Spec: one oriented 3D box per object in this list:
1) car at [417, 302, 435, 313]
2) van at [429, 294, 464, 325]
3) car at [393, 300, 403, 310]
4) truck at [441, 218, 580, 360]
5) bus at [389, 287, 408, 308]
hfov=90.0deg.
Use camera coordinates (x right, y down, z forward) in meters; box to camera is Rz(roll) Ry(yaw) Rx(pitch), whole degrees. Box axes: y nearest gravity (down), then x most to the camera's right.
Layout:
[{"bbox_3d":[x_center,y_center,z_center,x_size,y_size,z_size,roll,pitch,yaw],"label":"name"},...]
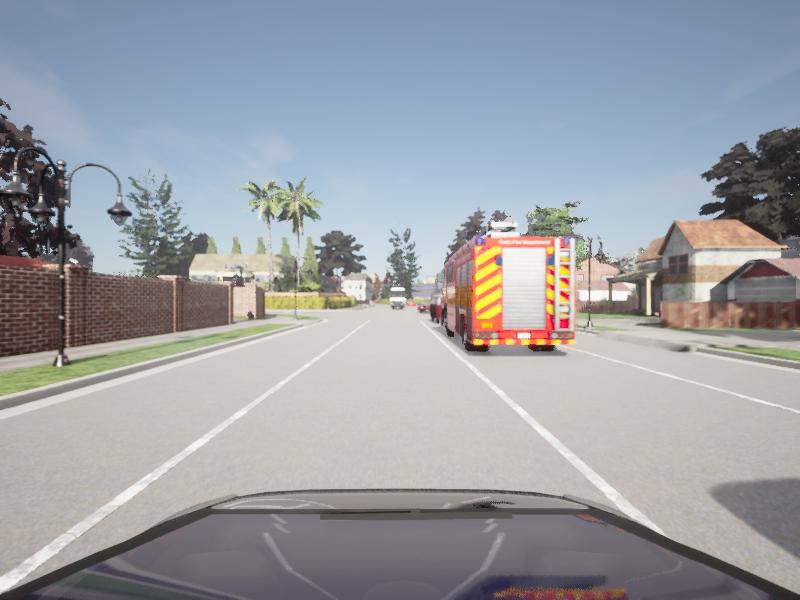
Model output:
[{"bbox_3d":[3.231,0.952,50.462,1.895,1.301,4.718,0,0,0],"label":"car"},{"bbox_3d":[3.193,0.618,28.188,1.775,1.987,4.442,0,0,-3],"label":"van"},{"bbox_3d":[-0.393,0.852,71.178,1.801,1.575,5.366,0,0,0],"label":"car"},{"bbox_3d":[3.401,-0.310,15.019,2.891,3.827,8.468,0,0,0],"label":"truck"},{"bbox_3d":[-0.361,-0.476,87.734,3.944,4.253,10.273,0,0,0],"label":"bus"}]
